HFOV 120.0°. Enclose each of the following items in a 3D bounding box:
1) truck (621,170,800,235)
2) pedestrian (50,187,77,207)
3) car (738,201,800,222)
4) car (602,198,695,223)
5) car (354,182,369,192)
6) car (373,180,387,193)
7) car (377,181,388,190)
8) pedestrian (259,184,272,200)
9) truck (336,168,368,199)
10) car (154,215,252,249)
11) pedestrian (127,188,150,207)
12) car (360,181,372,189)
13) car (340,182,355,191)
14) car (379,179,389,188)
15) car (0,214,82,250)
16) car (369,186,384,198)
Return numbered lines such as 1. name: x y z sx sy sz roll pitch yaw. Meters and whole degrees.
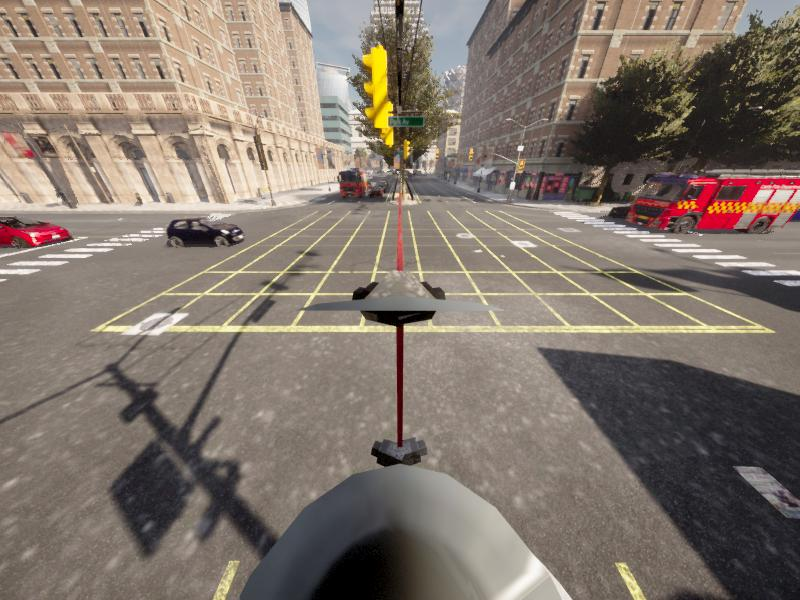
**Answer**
1. truck: 21.538 -6.774 15.914 8.468 3.827 2.891 0 30 0
2. pedestrian: -36.891 -11.295 25.355 0.751 1.860 0.751 5 30 9
3. car: 32.625 -7.506 19.563 4.674 1.442 1.812 0 30 0
4. car: 20.720 -7.573 19.481 5.238 1.638 1.930 0 30 0
5. car: -7.055 -20.928 42.777 1.970 1.475 3.806 0 30 0
6. car: -3.558 -20.387 41.522 2.097 1.767 4.553 0 30 0
7. car: -3.540 -23.214 46.736 1.970 1.475 3.806 0 30 0
8. pedestrian: -17.547 -14.057 30.139 0.751 1.860 0.751 1 30 1
9. truck: -7.080 -18.109 35.546 2.891 3.827 8.468 0 30 0
10. car: -11.159 -3.981 13.371 3.633 1.501 1.845 0 30 0
11. pedestrian: -28.415 -11.145 25.096 0.751 1.860 0.751 3 30 6
12. car: -7.048 -24.187 48.530 1.994 1.385 4.181 0 30 -1
13. car: -10.295 -22.354 45.417 1.895 1.301 4.718 0 30 0
14. car: -3.527 -26.265 51.891 1.851 1.617 3.988 0 30 0
15. car: -22.349 -3.965 13.346 4.514 1.525 2.007 0 30 0
16. car: -3.577 -16.711 35.654 1.895 1.301 4.718 0 30 0
